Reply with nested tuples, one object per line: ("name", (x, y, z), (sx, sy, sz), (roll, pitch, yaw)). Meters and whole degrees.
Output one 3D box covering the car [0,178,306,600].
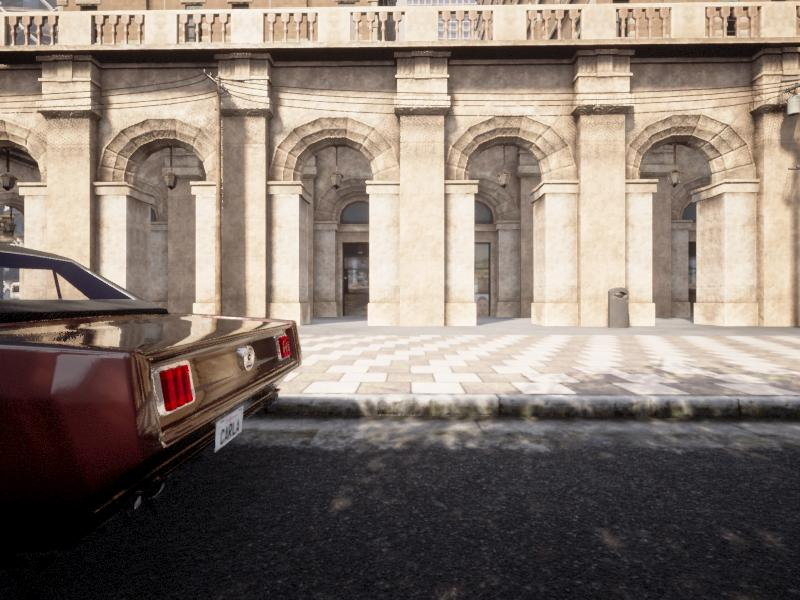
("car", (-3.058, 0.338, 2.008), (4.718, 1.301, 1.895), (0, 0, 1))
